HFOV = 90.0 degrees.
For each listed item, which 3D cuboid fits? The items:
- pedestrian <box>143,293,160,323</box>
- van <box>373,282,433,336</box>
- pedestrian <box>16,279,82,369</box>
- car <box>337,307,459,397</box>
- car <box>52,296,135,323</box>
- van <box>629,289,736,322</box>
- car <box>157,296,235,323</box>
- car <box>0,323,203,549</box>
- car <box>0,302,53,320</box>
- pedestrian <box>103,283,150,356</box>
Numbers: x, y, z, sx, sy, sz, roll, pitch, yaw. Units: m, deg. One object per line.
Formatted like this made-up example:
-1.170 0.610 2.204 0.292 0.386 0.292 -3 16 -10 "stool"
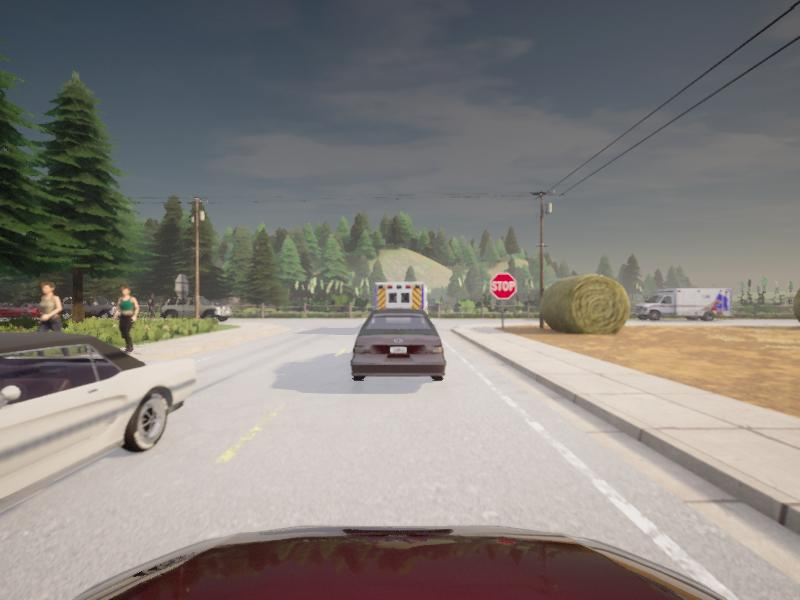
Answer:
-15.435 0.487 24.887 0.751 1.860 0.751 0 0 -17 "pedestrian"
0.371 0.408 21.294 2.351 2.431 6.366 0 0 8 "van"
-7.552 0.498 8.636 0.751 1.860 0.751 0 0 6 "pedestrian"
-0.041 0.909 9.353 2.033 1.411 5.357 0 0 0 "car"
-21.997 0.661 28.836 4.605 1.855 1.932 0 0 2 "car"
21.372 0.387 30.490 6.366 2.431 2.351 0 0 3 "van"
-14.460 0.660 28.477 4.605 1.855 1.932 0 0 5 "car"
-3.523 0.948 2.899 1.895 1.301 4.718 0 0 0 "car"
-31.076 0.874 32.549 4.193 1.474 1.816 0 0 1 "car"
-7.292 0.501 10.701 0.751 1.860 0.751 0 0 3 "pedestrian"
